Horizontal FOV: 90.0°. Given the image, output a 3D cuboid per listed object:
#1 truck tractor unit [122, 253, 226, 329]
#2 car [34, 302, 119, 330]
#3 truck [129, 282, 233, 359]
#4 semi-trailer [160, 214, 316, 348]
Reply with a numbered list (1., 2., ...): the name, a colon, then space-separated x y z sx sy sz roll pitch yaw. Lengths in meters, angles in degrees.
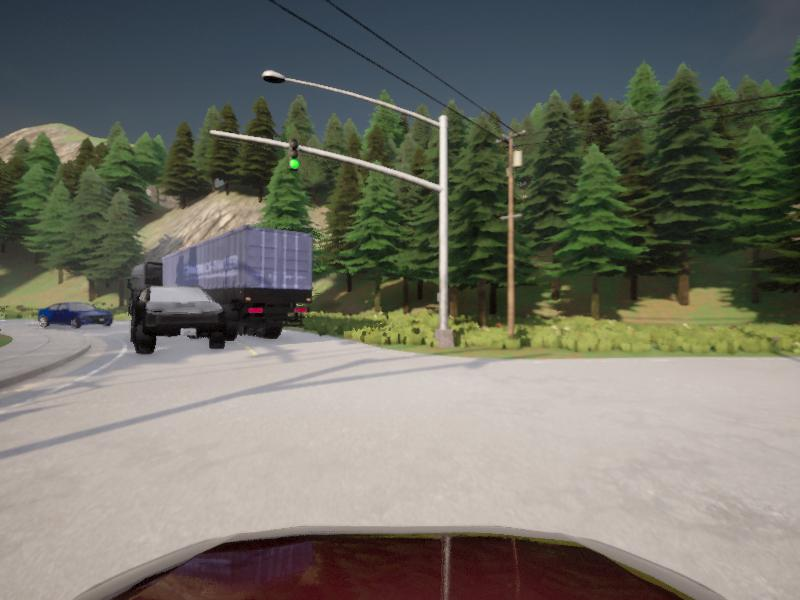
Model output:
1. truck tractor unit: -14.275 -0.482 25.159 6.516 4.208 3.053 0 -1 34
2. car: -19.466 0.869 24.037 5.008 1.535 1.882 0 0 23
3. truck: -7.997 0.565 14.151 2.390 2.098 6.274 0 0 -36
4. semi-trailer: -8.798 -0.598 19.515 2.717 4.402 14.254 1 -1 -40
